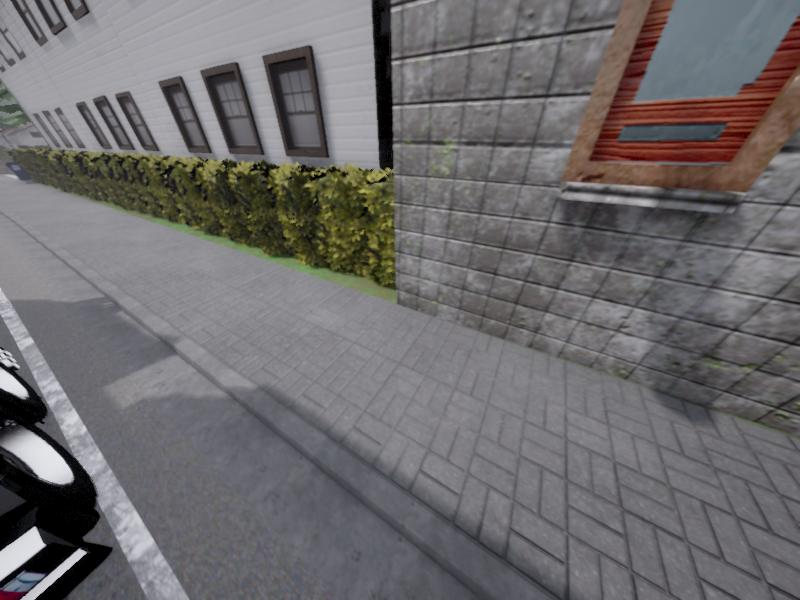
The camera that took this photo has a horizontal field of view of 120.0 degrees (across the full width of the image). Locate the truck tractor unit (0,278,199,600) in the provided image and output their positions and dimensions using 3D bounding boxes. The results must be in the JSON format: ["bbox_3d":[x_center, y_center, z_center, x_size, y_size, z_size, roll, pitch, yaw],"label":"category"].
[{"bbox_3d":[-5.131,-0.281,0.742,6.516,4.208,3.053,18,39,23],"label":"truck tractor unit"}]

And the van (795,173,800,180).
[{"bbox_3d":[28.007,-8.071,13.915,2.069,2.038,4.480,18,39,24],"label":"van"}]
